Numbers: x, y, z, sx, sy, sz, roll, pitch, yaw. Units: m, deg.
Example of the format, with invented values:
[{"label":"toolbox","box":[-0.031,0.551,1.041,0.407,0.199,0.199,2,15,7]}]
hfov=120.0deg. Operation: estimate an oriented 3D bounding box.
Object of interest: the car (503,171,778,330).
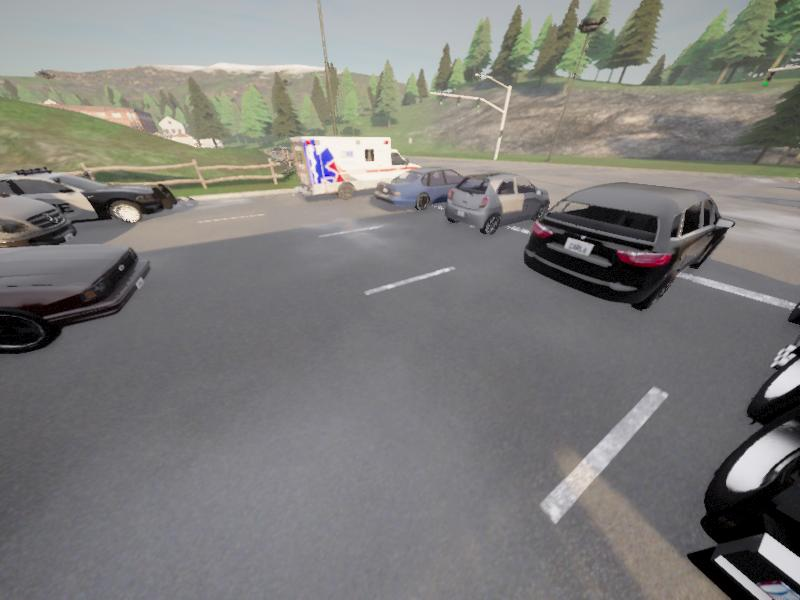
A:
[{"label":"car","box":[4.766,-1.466,4.727,4.611,1.667,2.242,-19,39,-26]}]

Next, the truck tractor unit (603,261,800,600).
[{"label":"truck tractor unit","box":[5.099,-0.313,0.793,6.516,4.208,3.053,-19,39,-24]}]

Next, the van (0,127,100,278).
[{"label":"van","box":[-10.497,-1.411,3.847,5.915,2.561,1.988,-18,38,-24]}]

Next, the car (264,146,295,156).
[{"label":"car","box":[-22.904,-28.394,43.951,4.892,1.490,1.837,8,34,12]}]

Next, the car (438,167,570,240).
[{"label":"car","box":[3.307,-3.297,7.507,3.633,1.501,1.845,-20,39,-26]}]

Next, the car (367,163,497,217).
[{"label":"car","box":[1.498,-4.956,10.035,5.357,1.411,2.033,-21,40,-28]}]

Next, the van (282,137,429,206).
[{"label":"van","box":[-1.889,-6.568,11.458,6.366,2.431,2.351,-20,39,-26]}]

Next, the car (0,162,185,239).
[{"label":"car","box":[-10.708,-3.262,7.329,5.238,1.638,1.930,-18,38,-24]}]

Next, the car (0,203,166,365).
[{"label":"car","box":[-6.736,0.130,2.628,5.357,1.411,2.033,-18,38,-24]}]

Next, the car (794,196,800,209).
[{"label":"car","box":[18.409,-4.043,8.303,1.905,1.878,3.866,-22,40,-28]}]
